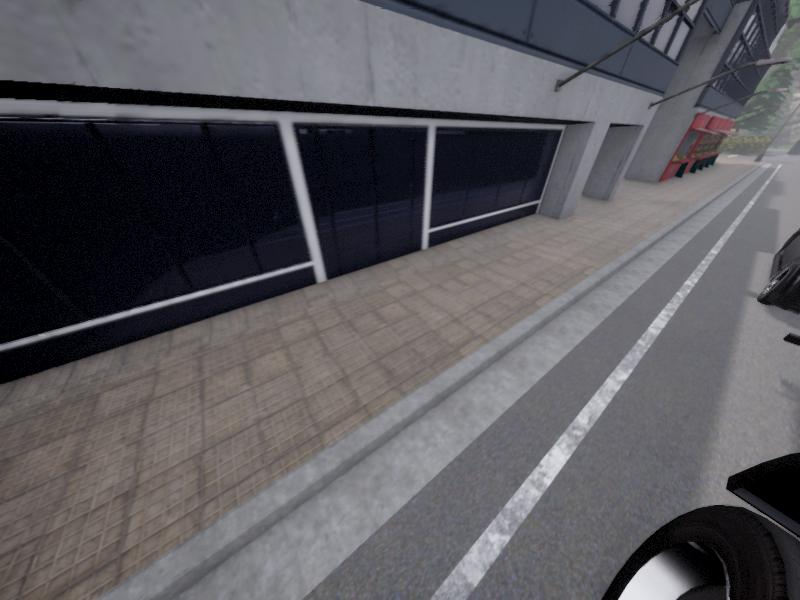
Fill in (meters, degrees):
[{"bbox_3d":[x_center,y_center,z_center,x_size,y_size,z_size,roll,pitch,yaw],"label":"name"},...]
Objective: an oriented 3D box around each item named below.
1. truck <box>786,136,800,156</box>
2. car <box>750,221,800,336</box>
[{"bbox_3d":[56.526,-21.203,31.730,6.274,2.098,2.390,-27,43,-33],"label":"truck"},{"bbox_3d":[7.548,-0.514,3.393,4.181,1.385,1.994,-22,41,-28],"label":"car"}]
